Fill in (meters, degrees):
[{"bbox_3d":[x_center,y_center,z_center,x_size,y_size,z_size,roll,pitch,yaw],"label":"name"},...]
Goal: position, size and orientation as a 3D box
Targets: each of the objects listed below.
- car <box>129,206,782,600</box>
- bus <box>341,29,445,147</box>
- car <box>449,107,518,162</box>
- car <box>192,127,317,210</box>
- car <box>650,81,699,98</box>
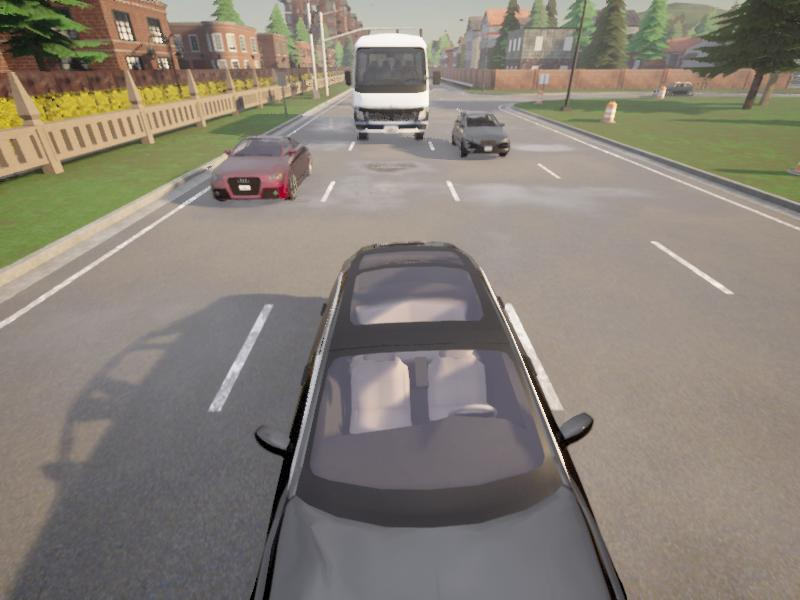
[{"bbox_3d":[0.147,0.748,3.238,2.128,1.511,4.902,-2,30,0],"label":"car"},{"bbox_3d":[-0.321,-11.039,20.678,3.944,4.253,10.273,-1,30,-1],"label":"bus"},{"bbox_3d":[3.153,-6.737,16.051,1.816,1.474,4.193,-1,30,-1],"label":"car"},{"bbox_3d":[-3.770,-3.866,11.281,1.994,1.385,4.181,-1,30,-1],"label":"car"},{"bbox_3d":[30.262,-23.275,44.194,3.806,1.475,1.970,-2,30,-4],"label":"car"}]
